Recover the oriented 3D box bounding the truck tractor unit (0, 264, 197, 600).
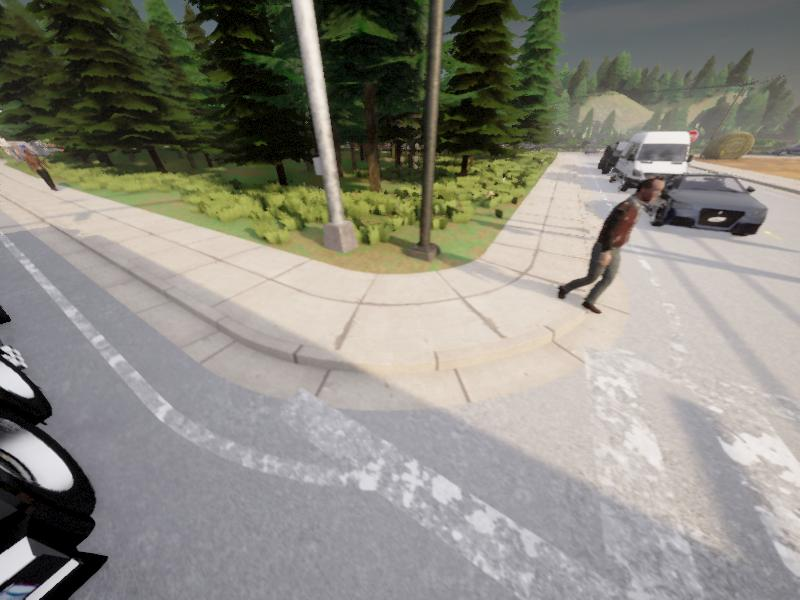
[{"bbox_3d":[-5.114,-0.297,0.783,6.516,4.208,3.053,18,39,24],"label":"truck tractor unit"}]

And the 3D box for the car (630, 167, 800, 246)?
[{"bbox_3d":[9.441,-3.269,7.435,1.994,1.385,4.181,19,39,25],"label":"car"}]

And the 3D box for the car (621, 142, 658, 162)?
[{"bbox_3d":[28.394,-17.693,27.507,1.905,1.878,3.866,19,39,25],"label":"car"}]

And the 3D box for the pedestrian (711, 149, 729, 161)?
[{"bbox_3d":[34.043,-15.430,24.565,0.500,1.100,0.500,14,37,20],"label":"pedestrian"}]

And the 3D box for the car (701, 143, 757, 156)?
[{"bbox_3d":[47.976,-22.056,33.863,4.193,1.474,1.816,21,40,27],"label":"car"}]

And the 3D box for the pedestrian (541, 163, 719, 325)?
[{"bbox_3d":[2.783,-0.693,3.066,0.751,1.860,0.751,-13,37,-18],"label":"pedestrian"}]

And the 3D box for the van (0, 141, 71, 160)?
[{"bbox_3d":[-60.683,-25.022,38.536,2.351,2.431,6.366,-1,35,-1],"label":"van"}]

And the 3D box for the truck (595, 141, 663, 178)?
[{"bbox_3d":[17.374,-11.121,17.998,2.390,2.098,6.274,19,39,25],"label":"truck"}]

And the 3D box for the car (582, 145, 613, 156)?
[{"bbox_3d":[31.993,-24.258,37.406,4.718,1.301,1.895,-20,39,-25],"label":"car"}]

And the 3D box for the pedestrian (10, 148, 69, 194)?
[{"bbox_3d":[-17.723,-6.364,11.408,0.751,1.860,0.751,22,41,29],"label":"pedestrian"}]

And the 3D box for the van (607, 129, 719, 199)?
[{"bbox_3d":[13.293,-7.431,12.354,1.988,2.561,5.915,19,39,25],"label":"van"}]

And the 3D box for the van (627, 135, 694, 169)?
[{"bbox_3d":[24.687,-14.375,22.308,2.351,2.431,6.366,19,39,25],"label":"van"}]

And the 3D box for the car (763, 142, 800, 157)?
[{"bbox_3d":[53.431,-20.064,30.796,4.856,1.649,2.033,20,40,28],"label":"car"}]
